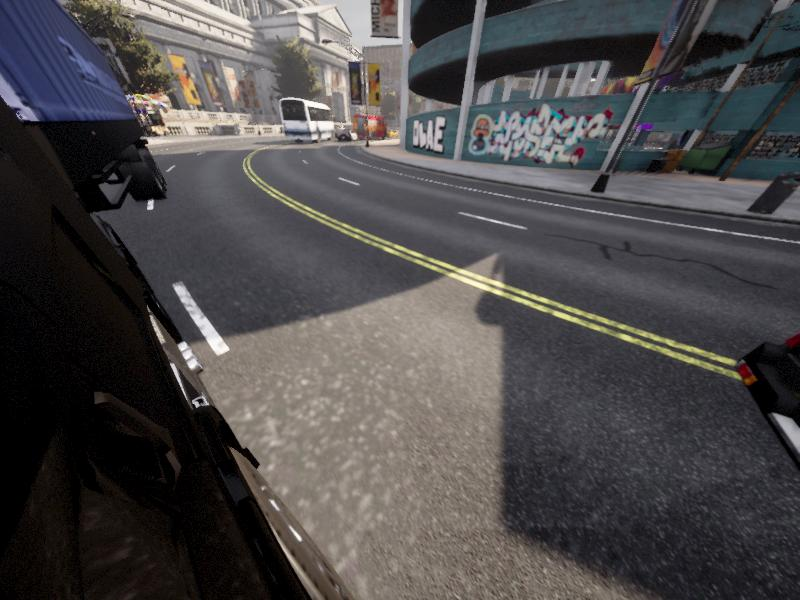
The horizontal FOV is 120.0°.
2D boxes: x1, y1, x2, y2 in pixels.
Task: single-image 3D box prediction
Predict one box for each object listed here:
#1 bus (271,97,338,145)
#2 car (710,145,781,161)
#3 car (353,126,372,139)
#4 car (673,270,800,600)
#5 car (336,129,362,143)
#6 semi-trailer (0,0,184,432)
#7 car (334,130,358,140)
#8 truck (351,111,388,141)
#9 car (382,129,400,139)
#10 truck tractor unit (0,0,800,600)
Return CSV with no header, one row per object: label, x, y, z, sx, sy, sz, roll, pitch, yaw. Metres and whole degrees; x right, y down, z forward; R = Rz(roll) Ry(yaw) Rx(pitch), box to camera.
bus,-11.833,-23.444,30.522,3.944,4.253,10.273,3,37,2
car,43.100,-18.491,28.981,4.718,1.301,1.895,14,39,15
car,-7.145,-32.227,44.347,1.905,1.878,3.866,14,39,15
car,4.580,1.363,0.474,4.605,1.855,1.932,22,41,24
car,-7.514,-24.508,34.406,2.038,1.542,4.974,8,37,8
semi-trailer,-7.877,-4.059,4.897,2.717,4.402,14.254,-25,45,-31
car,-9.247,-28.450,39.733,1.895,1.301,4.718,12,38,13
truck,-4.984,-30.357,40.376,2.891,3.827,8.468,13,38,14
car,-1.830,-34.625,48.052,1.801,1.575,5.366,14,39,15
truck tractor unit,-2.645,-0.295,0.351,6.516,4.208,3.053,28,44,30
